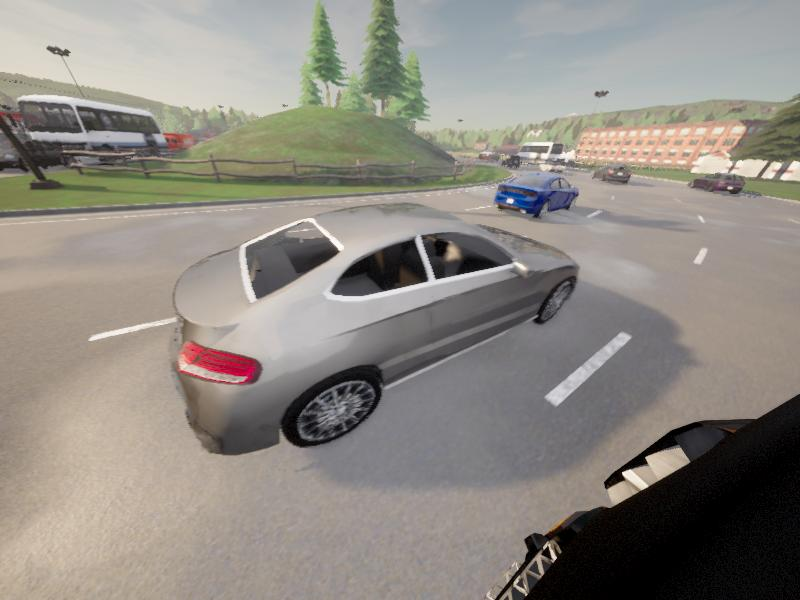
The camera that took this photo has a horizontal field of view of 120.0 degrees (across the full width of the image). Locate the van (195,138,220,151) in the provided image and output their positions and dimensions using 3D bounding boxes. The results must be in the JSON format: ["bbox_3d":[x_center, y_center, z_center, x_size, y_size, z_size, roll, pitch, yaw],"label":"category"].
[{"bbox_3d":[-40.108,-32.503,48.202,2.069,2.038,4.480,-5,34,-12],"label":"van"}]

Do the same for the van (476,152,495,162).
[{"bbox_3d":[21.368,-35.832,57.815,2.069,2.038,4.480,-5,34,-12],"label":"van"}]

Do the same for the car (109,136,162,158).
[{"bbox_3d":[-30.471,-17.780,26.824,1.905,1.878,3.866,-5,34,-12],"label":"car"}]

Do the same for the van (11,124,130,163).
[{"bbox_3d":[-28.805,-14.031,20.801,2.351,2.431,6.366,-5,34,-12],"label":"van"}]

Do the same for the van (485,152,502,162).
[{"bbox_3d":[24.291,-37.333,60.343,1.775,1.987,4.442,-5,34,-12],"label":"van"}]

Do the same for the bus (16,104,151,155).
[{"bbox_3d":[-38.381,-21.176,29.221,3.944,4.253,10.273,-5,34,-12],"label":"bus"}]

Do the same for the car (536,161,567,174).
[{"bbox_3d":[21.633,-19.055,33.176,1.895,1.301,4.718,6,34,5],"label":"car"}]

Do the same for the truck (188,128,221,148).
[{"bbox_3d":[-50.929,-42.315,60.580,2.891,3.827,8.468,-5,34,-12],"label":"truck"}]

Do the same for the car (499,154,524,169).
[{"bbox_3d":[18.430,-23.013,38.373,1.905,1.878,3.866,2,34,-3],"label":"car"}]

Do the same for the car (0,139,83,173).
[{"bbox_3d":[-23.366,-9.080,14.476,1.851,1.617,3.988,-5,34,-12],"label":"car"}]

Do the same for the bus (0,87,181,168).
[{"bbox_3d":[-24.905,-14.310,19.861,3.944,4.253,10.273,-5,34,-12],"label":"bus"}]

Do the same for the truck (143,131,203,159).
[{"bbox_3d":[-27.260,-18.819,28.108,2.627,2.467,5.204,-6,34,-13],"label":"truck"}]

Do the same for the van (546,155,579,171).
[{"bbox_3d":[28.711,-24.316,40.974,2.069,2.038,4.480,1,34,-5],"label":"van"}]

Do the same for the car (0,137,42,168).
[{"bbox_3d":[-26.952,-9.209,14.390,2.152,1.651,5.027,-5,34,-12],"label":"car"}]

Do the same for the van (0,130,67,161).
[{"bbox_3d":[-32.016,-13.040,19.466,1.775,1.987,4.442,-5,34,-12],"label":"van"}]

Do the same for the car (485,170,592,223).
[{"bbox_3d":[6.225,-4.776,10.249,5.008,1.535,1.882,-22,41,-33],"label":"car"}]

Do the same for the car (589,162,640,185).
[{"bbox_3d":[22.662,-13.616,24.701,2.242,1.667,4.611,14,35,15],"label":"car"}]

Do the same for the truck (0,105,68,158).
[{"bbox_3d":[-35.857,-14.609,19.881,2.891,3.827,8.468,-5,34,-12],"label":"truck"}]

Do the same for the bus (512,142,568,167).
[{"bbox_3d":[30.242,-32.079,50.795,3.944,4.253,10.273,-5,34,-12],"label":"bus"}]

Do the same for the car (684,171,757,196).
[{"bbox_3d":[27.674,-10.273,20.205,1.816,1.474,4.193,16,36,19],"label":"car"}]

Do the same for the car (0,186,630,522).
[{"bbox_3d":[0.267,-0.349,3.044,5.027,1.651,2.152,-17,39,-28],"label":"car"}]
